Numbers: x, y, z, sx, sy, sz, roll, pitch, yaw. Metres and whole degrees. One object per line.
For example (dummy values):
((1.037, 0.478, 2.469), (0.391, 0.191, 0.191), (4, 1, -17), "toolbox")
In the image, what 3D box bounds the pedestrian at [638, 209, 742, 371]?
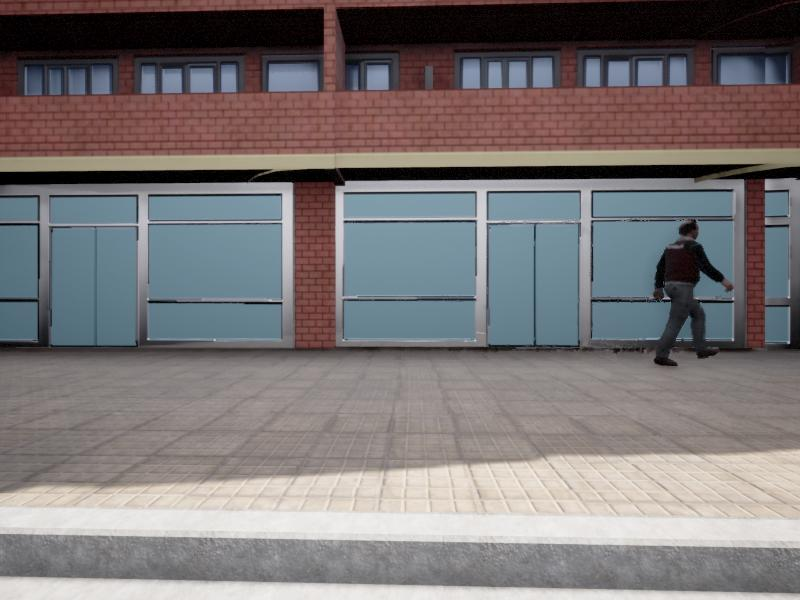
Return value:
((3.558, -0.115, 4.975), (0.751, 1.860, 0.751), (0, 0, 1), "pedestrian")
